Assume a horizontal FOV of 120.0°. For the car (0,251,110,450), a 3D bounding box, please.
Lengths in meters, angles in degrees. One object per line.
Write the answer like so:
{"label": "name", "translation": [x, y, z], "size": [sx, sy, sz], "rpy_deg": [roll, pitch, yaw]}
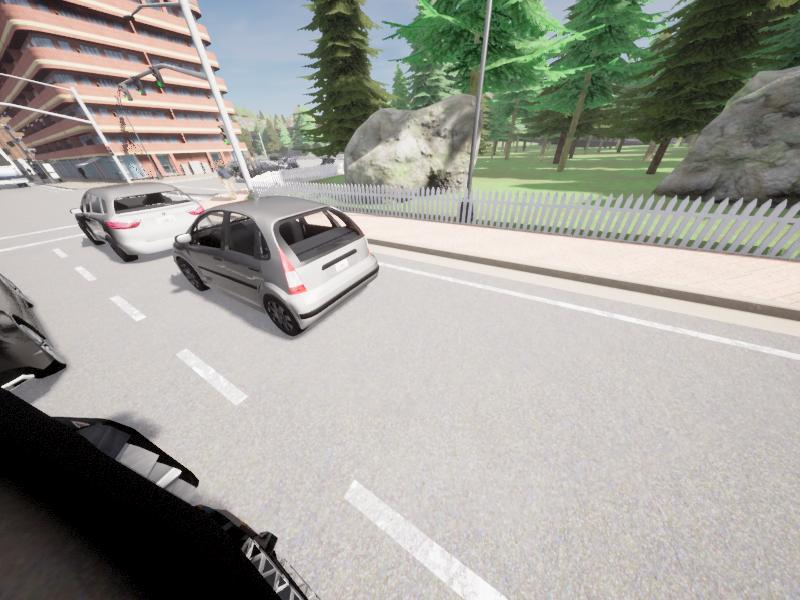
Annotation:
{"label": "car", "translation": [-6.014, 0.306, 2.586], "size": [4.902, 1.511, 2.128], "rpy_deg": [16, 38, 27]}

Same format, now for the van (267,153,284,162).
{"label": "van", "translation": [-36.258, -41.411, 67.221], "size": [4.442, 1.987, 1.775], "rpy_deg": [17, 38, 27]}

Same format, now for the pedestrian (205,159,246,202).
{"label": "pedestrian", "translation": [-8.767, -6.009, 11.675], "size": [0.751, 1.860, 0.751], "rpy_deg": [10, 36, 19]}

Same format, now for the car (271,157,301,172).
{"label": "car", "translation": [-15.635, -18.776, 31.999], "size": [1.970, 1.475, 3.806], "rpy_deg": [0, 34, 4]}

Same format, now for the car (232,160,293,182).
{"label": "car", "translation": [-13.876, -13.336, 23.746], "size": [2.033, 1.411, 5.357], "rpy_deg": [8, 35, 16]}

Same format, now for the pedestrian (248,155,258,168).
{"label": "pedestrian", "translation": [-24.983, -23.569, 39.274], "size": [0.751, 1.860, 0.751], "rpy_deg": [-20, 37, -24]}

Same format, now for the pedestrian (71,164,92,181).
{"label": "pedestrian", "translation": [-43.163, -17.281, 31.316], "size": [0.751, 1.860, 0.751], "rpy_deg": [16, 38, 26]}

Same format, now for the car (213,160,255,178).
{"label": "car", "translation": [-19.944, -15.919, 27.959], "size": [1.789, 1.549, 3.705], "rpy_deg": [5, 34, 12]}

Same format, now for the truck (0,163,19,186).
{"label": "truck", "translation": [-60.299, -18.907, 33.627], "size": [8.468, 3.827, 2.891], "rpy_deg": [16, 38, 27]}

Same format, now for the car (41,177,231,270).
{"label": "car", "translation": [-7.775, -2.549, 6.878], "size": [4.611, 1.667, 2.242], "rpy_deg": [17, 38, 27]}

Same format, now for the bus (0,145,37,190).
{"label": "bus", "translation": [-49.466, -15.802, 27.736], "size": [10.273, 4.253, 3.944], "rpy_deg": [16, 38, 27]}

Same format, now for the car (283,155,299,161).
{"label": "car", "translation": [-32.539, -42.352, 68.806], "size": [4.193, 1.474, 1.816], "rpy_deg": [17, 38, 27]}

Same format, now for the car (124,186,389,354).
{"label": "car", "translation": [-2.422, -0.930, 4.082], "size": [3.988, 1.617, 1.851], "rpy_deg": [16, 38, 27]}
